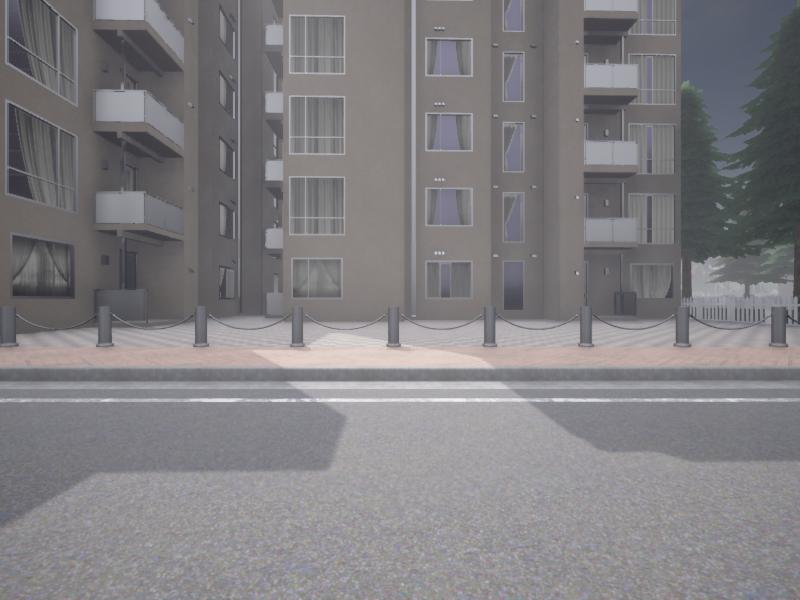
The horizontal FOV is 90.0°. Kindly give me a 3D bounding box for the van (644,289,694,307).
[{"bbox_3d":[38.457,-0.286,57.291,5.915,2.561,1.988,-1,0,-1],"label":"van"}]

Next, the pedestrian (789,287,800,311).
[{"bbox_3d":[31.719,-0.100,31.851,0.751,1.860,0.751,0,0,-4],"label":"pedestrian"}]
